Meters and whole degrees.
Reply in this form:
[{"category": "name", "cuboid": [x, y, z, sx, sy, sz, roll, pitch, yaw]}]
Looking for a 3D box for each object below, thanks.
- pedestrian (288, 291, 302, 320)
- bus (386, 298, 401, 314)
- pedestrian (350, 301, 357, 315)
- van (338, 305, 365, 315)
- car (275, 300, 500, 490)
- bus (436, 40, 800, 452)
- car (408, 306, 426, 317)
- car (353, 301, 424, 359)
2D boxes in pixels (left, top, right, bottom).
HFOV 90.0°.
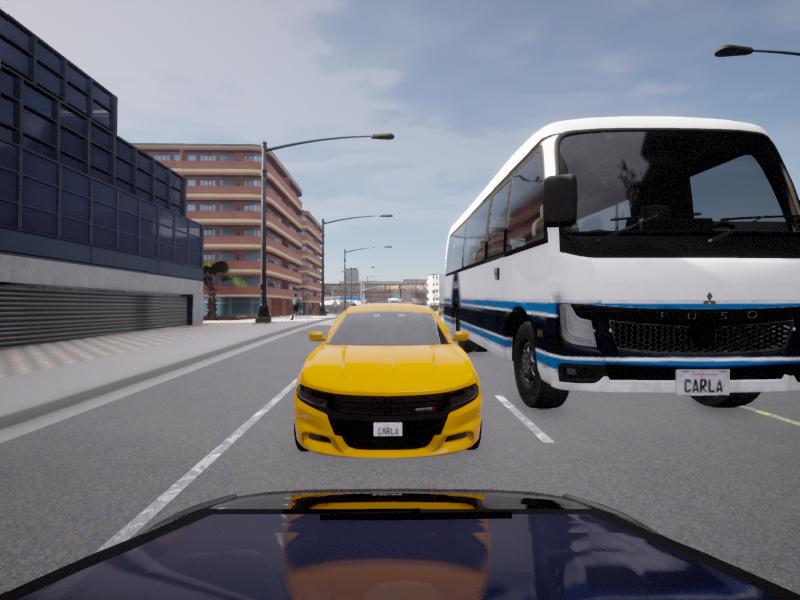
[{"category": "pedestrian", "cuboid": [-6.761, 0.365, 25.817, 0.751, 1.860, 0.751, 0, -1, -1]}, {"category": "bus", "cuboid": [-1.704, 1.648, 109.794, 3.944, 4.253, 10.273, 0, -1, -1]}, {"category": "pedestrian", "cuboid": [-5.943, 1.042, 51.248, 0.751, 1.860, 0.751, 0, -1, 5]}, {"category": "van", "cuboid": [-11.911, 2.372, 99.003, 6.366, 2.431, 2.351, 0, -1, -2]}, {"category": "car", "cuboid": [-0.158, 0.790, 5.854, 1.882, 1.535, 5.008, 0, 1, -1]}, {"category": "bus", "cuboid": [3.384, -0.601, 9.306, 3.944, 4.253, 10.273, 0, 1, -1]}, {"category": "car", "cuboid": [2.264, 1.534, 53.758, 2.033, 1.411, 5.357, 0, -2, -1]}, {"category": "car", "cuboid": [-0.325, 0.768, 12.619, 1.812, 1.442, 4.674, 0, 1, -1]}]
